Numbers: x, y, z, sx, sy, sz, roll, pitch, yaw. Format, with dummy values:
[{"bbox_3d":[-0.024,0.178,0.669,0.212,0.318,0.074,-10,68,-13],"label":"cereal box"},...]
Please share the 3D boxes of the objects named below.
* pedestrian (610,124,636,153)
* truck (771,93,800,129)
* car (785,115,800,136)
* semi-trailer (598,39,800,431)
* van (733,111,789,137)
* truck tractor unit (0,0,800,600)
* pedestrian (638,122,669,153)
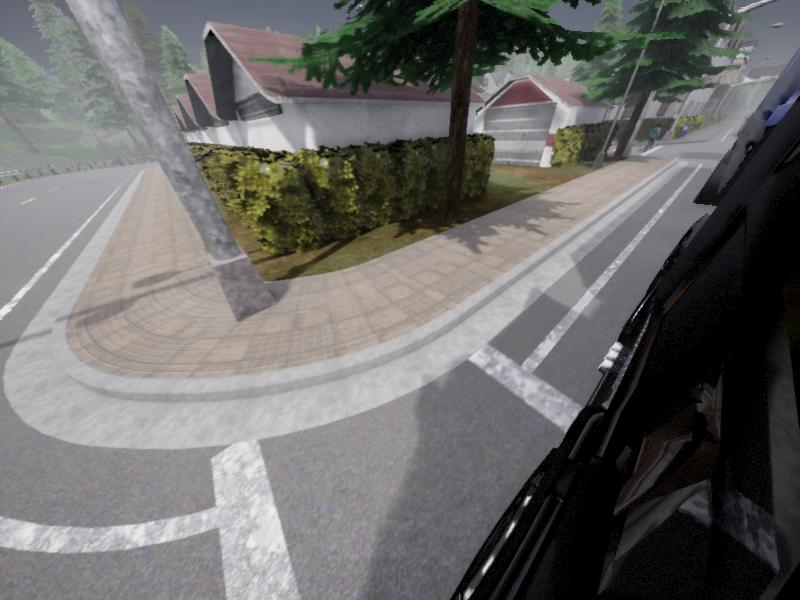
[{"bbox_3d":[18.005,-13.053,18.704,0.751,1.860,0.751,-30,44,-31],"label":"pedestrian"},{"bbox_3d":[55.774,-26.300,32.030,8.468,3.827,2.891,-29,44,-30],"label":"truck"},{"bbox_3d":[41.707,-17.705,23.282,5.027,1.651,2.152,-29,44,-31],"label":"car"},{"bbox_3d":[8.672,-3.623,4.253,14.254,4.402,2.717,-29,44,-30],"label":"semi-trailer"},{"bbox_3d":[37.473,-18.393,24.137,2.069,2.038,4.480,29,47,36],"label":"van"},{"bbox_3d":[2.645,-0.295,0.351,6.516,4.208,3.053,-28,44,-30],"label":"truck tractor unit"},{"bbox_3d":[19.681,-12.609,17.949,0.751,1.860,0.751,-21,40,-23],"label":"pedestrian"}]
